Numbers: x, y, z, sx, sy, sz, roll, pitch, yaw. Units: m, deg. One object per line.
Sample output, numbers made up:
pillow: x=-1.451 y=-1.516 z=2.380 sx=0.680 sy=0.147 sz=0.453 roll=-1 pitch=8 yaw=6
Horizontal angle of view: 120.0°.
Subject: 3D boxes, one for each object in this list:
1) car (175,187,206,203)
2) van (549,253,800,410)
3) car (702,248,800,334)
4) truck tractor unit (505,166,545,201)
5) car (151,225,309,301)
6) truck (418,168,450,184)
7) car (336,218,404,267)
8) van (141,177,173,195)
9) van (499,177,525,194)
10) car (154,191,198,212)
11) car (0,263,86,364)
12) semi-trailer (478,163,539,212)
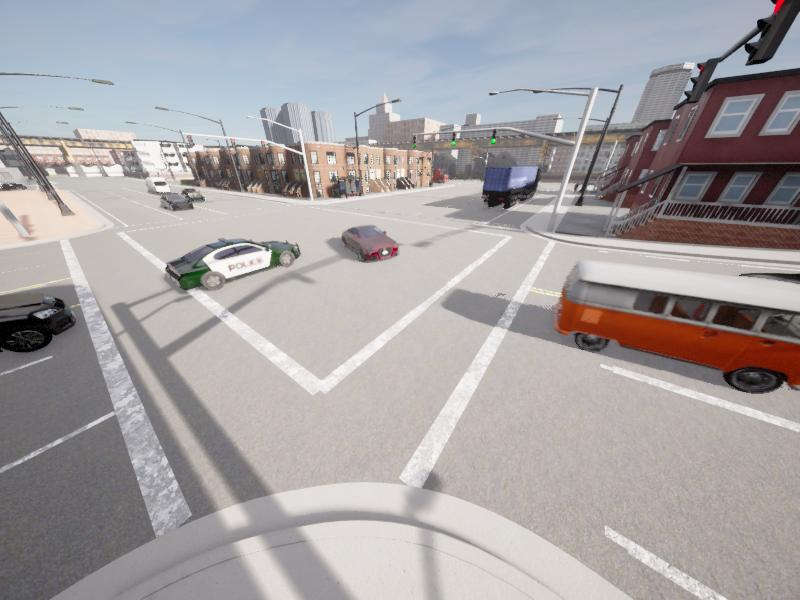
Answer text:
car: x=-29.148 y=-14.704 z=32.161 sx=3.988 sy=1.617 sz=1.851 roll=20 pitch=36 yaw=31
van: x=6.311 y=0.400 z=5.311 sx=4.442 sy=1.987 sz=1.775 roll=14 pitch=33 yaw=28
car: x=12.056 y=0.004 z=5.797 sx=4.856 sy=1.649 sz=2.033 roll=15 pitch=33 yaw=33
truck tractor unit: x=18.716 y=-17.540 z=34.460 sx=3.053 sy=4.208 sz=6.516 roll=20 pitch=36 yaw=31
car: x=-6.922 y=-1.944 z=10.137 sx=2.038 sy=1.542 sz=4.974 roll=20 pitch=36 yaw=31
truck: x=9.725 y=-36.000 z=66.829 sx=8.468 sy=3.827 sz=2.891 roll=20 pitch=36 yaw=31
car: x=-1.758 y=-3.319 z=12.682 sx=1.994 sy=1.385 sz=4.181 roll=-17 pitch=34 yaw=-27
van: x=-42.508 y=-20.005 z=40.410 sx=5.915 sy=2.561 sz=1.988 roll=20 pitch=36 yaw=31
van: x=20.517 y=-20.931 z=42.126 sx=2.351 sy=2.431 sz=6.366 roll=20 pitch=36 yaw=31
car: x=-25.064 y=-11.054 z=25.804 sx=5.238 sy=1.638 sz=1.930 roll=20 pitch=36 yaw=31
car: x=-11.179 y=0.880 z=5.104 sx=2.242 sy=1.667 sz=4.611 roll=20 pitch=36 yaw=31
semi-trailer: x=14.017 y=-14.442 z=28.891 sx=2.717 sy=4.402 sz=14.254 roll=20 pitch=36 yaw=31
